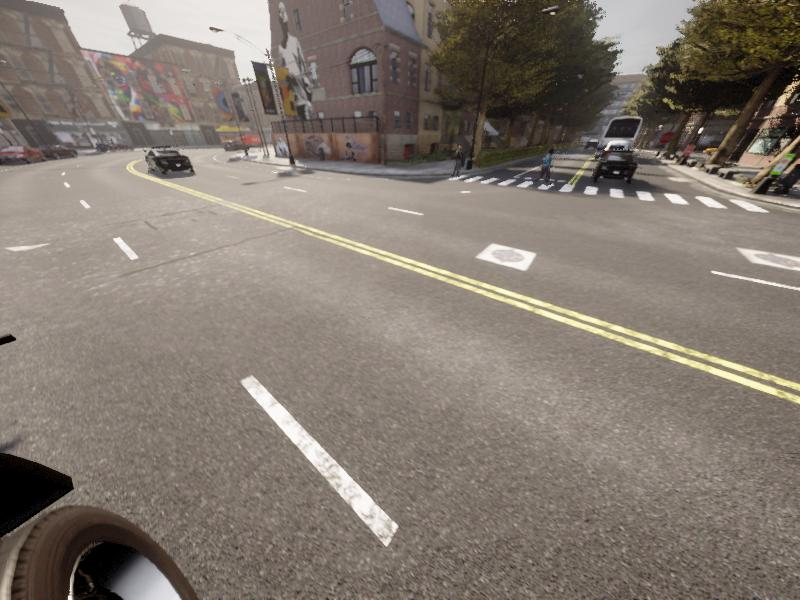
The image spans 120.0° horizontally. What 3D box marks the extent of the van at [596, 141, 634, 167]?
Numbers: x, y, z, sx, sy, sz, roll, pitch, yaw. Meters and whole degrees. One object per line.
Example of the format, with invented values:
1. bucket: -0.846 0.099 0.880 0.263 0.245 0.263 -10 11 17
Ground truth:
1. van: 21.696 -14.920 23.452 2.069 2.038 4.480 23 41 29

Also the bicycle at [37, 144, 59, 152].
1. bicycle: -54.891 -23.751 36.038 0.373 1.024 1.643 14 36 35

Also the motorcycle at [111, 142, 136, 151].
1. motorcycle: -46.872 -26.083 39.185 2.356 1.277 0.764 -29 44 -34

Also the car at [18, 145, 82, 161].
1. car: -39.417 -16.758 26.233 1.895 1.301 4.718 -14 38 -19

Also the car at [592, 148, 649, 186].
1. car: 14.180 -8.877 15.176 1.930 1.638 5.238 22 41 28

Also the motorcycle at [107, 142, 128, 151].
1. motorcycle: -46.656 -25.298 38.123 1.805 1.236 0.856 -29 44 -34

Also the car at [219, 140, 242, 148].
1. car: -40.160 -36.994 54.845 1.970 1.475 3.806 11 36 14

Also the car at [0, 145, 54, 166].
1. car: -36.465 -13.977 22.183 2.002 1.452 4.674 -21 40 -27

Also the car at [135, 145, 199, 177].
1. car: -17.364 -10.464 17.187 5.238 1.638 1.930 25 42 31

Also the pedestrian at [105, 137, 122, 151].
1. pedestrian: -48.513 -26.465 39.141 0.751 1.860 0.751 2 35 3

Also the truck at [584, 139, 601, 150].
1. truck: 45.989 -37.144 55.094 2.390 2.098 6.274 23 41 29

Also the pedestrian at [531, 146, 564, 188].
1. pedestrian: 7.980 -7.226 12.556 0.751 1.860 0.751 -30 45 -35

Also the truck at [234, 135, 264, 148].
1. truck: -36.100 -38.020 55.391 2.627 2.467 5.204 11 36 14

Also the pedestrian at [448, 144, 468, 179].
1. pedestrian: 3.761 -9.011 15.054 0.751 1.860 0.751 23 41 28

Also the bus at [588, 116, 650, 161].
1. bus: 28.651 -21.334 30.681 3.944 4.253 10.273 23 41 29

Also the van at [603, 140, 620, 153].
1. van: 40.338 -29.357 44.105 1.775 1.987 4.442 23 41 29

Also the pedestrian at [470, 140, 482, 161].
1. pedestrian: 8.094 -15.926 24.627 0.751 1.860 0.751 19 39 25

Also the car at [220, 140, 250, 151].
1. car: -31.507 -29.606 44.305 2.242 1.667 4.611 1 35 1

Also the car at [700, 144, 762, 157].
1. car: 53.192 -24.280 37.361 5.366 1.575 1.801 23 41 28

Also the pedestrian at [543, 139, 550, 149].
1. pedestrian: 33.872 -36.143 53.484 0.751 1.860 0.751 23 41 28

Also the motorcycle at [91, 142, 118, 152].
1. motorcycle: -46.868 -24.315 36.677 2.209 1.251 0.867 -29 44 -34
